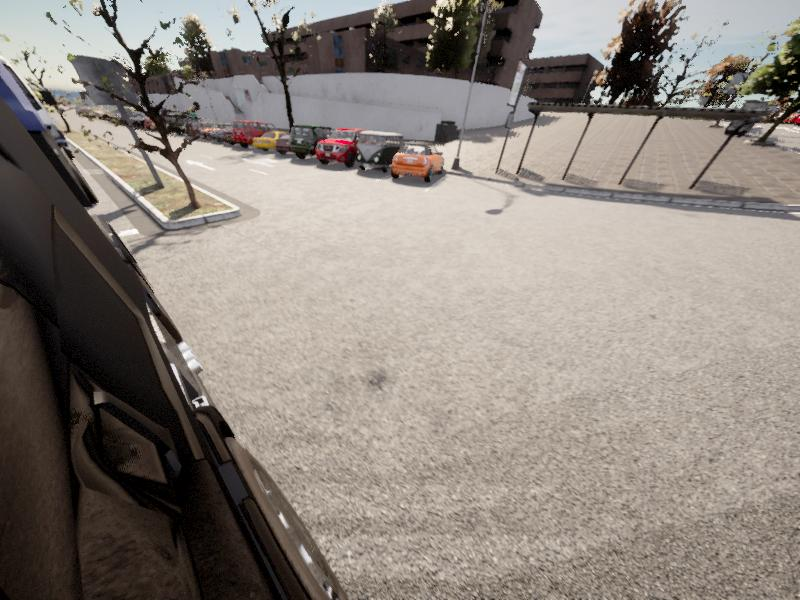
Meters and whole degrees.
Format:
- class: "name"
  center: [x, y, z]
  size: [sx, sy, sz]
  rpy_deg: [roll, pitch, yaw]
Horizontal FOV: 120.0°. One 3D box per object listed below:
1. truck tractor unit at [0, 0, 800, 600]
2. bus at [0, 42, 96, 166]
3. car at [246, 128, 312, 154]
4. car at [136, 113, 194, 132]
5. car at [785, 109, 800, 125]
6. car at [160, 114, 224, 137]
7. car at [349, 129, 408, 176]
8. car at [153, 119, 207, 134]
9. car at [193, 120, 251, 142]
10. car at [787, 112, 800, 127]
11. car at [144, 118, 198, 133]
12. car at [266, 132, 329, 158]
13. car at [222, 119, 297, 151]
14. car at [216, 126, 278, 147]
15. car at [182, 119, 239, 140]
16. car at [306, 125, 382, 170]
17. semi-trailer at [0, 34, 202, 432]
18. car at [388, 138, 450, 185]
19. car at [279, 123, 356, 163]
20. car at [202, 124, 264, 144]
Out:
- class: "truck tractor unit"
  center: [-2.645, -0.295, 0.352]
  size: [6.516, 4.208, 3.053]
  rpy_deg: [28, 44, 30]
- class: "bus"
  center: [-21.259, -10.252, 12.142]
  size: [10.273, 4.253, 3.944]
  rpy_deg: [28, 43, 28]
- class: "car"
  center: [-10.404, -14.105, 20.466]
  size: [1.946, 1.575, 5.366]
  rpy_deg: [14, 37, 13]
- class: "car"
  center: [-36.233, -27.464, 35.923]
  size: [2.435, 2.045, 5.566]
  rpy_deg: [14, 37, 13]
- class: "car"
  center: [59.313, -25.702, 32.613]
  size: [4.553, 1.767, 2.185]
  rpy_deg: [14, 43, 12]
- class: "car"
  center: [-26.852, -22.697, 30.217]
  size: [2.435, 2.045, 5.566]
  rpy_deg: [13, 37, 13]
- class: "car"
  center: [-1.132, -9.221, 14.332]
  size: [1.878, 1.987, 4.442]
  rpy_deg: [14, 37, 13]
- class: "car"
  center: [-31.500, -24.985, 33.358]
  size: [1.946, 1.575, 5.366]
  rpy_deg: [13, 37, 13]
- class: "car"
  center: [-19.814, -18.972, 25.993]
  size: [2.185, 1.767, 4.553]
  rpy_deg: [14, 37, 13]
- class: "car"
  center: [57.430, -24.213, 30.725]
  size: [5.566, 2.045, 2.435]
  rpy_deg: [14, 44, 12]
- class: "car"
  center: [-33.955, -25.981, 34.505]
  size: [1.946, 1.575, 5.366]
  rpy_deg: [14, 37, 13]
- class: "car"
  center: [-8.127, -12.748, 18.911]
  size: [2.002, 1.452, 4.674]
  rpy_deg: [14, 37, 13]
- class: "car"
  center: [-12.784, -15.435, 21.629]
  size: [2.435, 2.045, 5.566]
  rpy_deg: [14, 37, 13]
- class: "car"
  center: [-15.145, -16.424, 23.225]
  size: [2.163, 1.488, 4.792]
  rpy_deg: [14, 37, 13]
- class: "car"
  center: [-22.185, -20.149, 27.376]
  size: [2.185, 1.767, 4.553]
  rpy_deg: [13, 37, 13]
- class: "car"
  center: [-3.431, -10.519, 15.835]
  size: [2.435, 2.045, 5.566]
  rpy_deg: [14, 37, 13]
- class: "semi-trailer"
  center: [-8.720, -3.614, 4.170]
  size: [14.254, 4.402, 2.717]
  rpy_deg: [28, 43, 29]
- class: "car"
  center: [1.206, -7.947, 12.993]
  size: [2.185, 1.767, 4.553]
  rpy_deg: [14, 37, 14]
- class: "car"
  center: [-5.759, -11.779, 17.325]
  size: [2.435, 2.045, 5.566]
  rpy_deg: [14, 37, 13]
- class: "car"
  center: [-17.486, -17.645, 24.618]
  size: [2.231, 1.521, 4.892]
  rpy_deg: [14, 37, 13]
